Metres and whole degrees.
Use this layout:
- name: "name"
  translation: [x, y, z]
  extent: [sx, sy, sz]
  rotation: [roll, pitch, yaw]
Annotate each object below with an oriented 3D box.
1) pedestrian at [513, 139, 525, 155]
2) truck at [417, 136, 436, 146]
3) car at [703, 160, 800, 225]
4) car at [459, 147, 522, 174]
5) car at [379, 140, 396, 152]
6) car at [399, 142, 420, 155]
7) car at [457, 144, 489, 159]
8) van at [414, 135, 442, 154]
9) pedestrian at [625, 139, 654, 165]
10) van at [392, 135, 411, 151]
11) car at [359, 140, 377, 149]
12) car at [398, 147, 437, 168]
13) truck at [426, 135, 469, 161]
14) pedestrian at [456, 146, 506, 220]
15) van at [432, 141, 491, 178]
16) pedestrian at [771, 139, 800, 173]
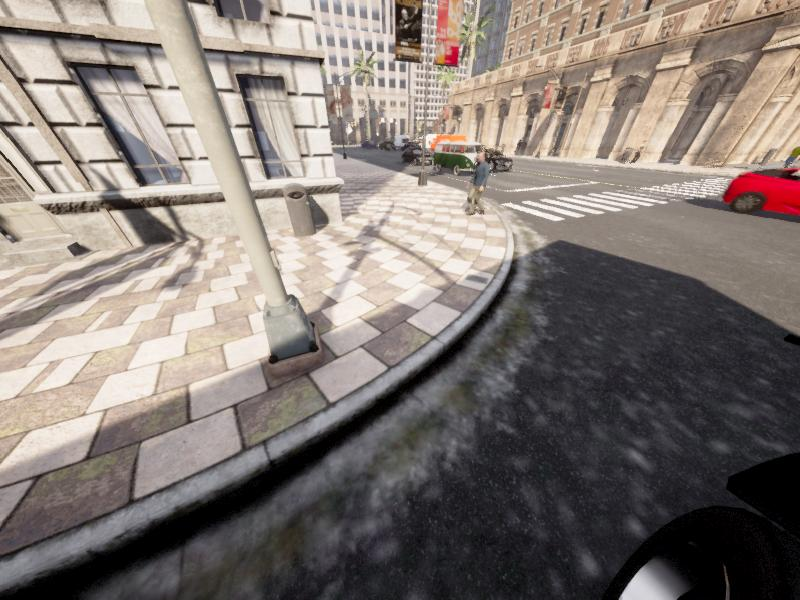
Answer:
- name: "pedestrian"
  translation: [16.435, -21.271, 32.066]
  extent: [0.751, 1.860, 0.751]
  rotation: [-5, 35, -7]
- name: "truck"
  translation: [8.303, -49.524, 71.985]
  extent: [5.204, 2.467, 2.627]
  rotation: [-13, 37, -18]
- name: "car"
  translation: [13.289, -3.133, 6.947]
  extent: [2.007, 1.525, 4.514]
  rotation: [-14, 38, -19]
- name: "car"
  translation: [7.130, -11.494, 18.878]
  extent: [1.837, 1.490, 4.892]
  rotation: [-14, 37, -18]
- name: "car"
  translation: [-2.560, -30.596, 45.716]
  extent: [1.932, 1.855, 4.605]
  rotation: [-13, 38, -18]
- name: "car"
  translation: [1.497, -24.755, 37.635]
  extent: [1.851, 1.617, 3.988]
  rotation: [-13, 37, -18]
- name: "car"
  translation: [9.282, -19.077, 29.594]
  extent: [1.845, 1.501, 3.633]
  rotation: [-13, 37, -18]
- name: "van"
  translation: [4.602, -26.100, 38.712]
  extent: [1.988, 2.561, 5.915]
  rotation: [-13, 37, -18]
- name: "pedestrian"
  translation: [20.791, -12.844, 20.080]
  extent: [0.751, 1.860, 0.751]
  rotation: [-8, 36, -11]
- name: "van"
  translation: [0.195, -32.772, 48.208]
  extent: [1.988, 2.561, 5.915]
  rotation: [-11, 36, -15]
- name: "car"
  translation: [-7.564, -36.780, 54.599]
  extent: [2.097, 1.767, 4.553]
  rotation: [-25, 42, -31]
- name: "car"
  translation: [1.575, -13.898, 22.370]
  extent: [1.812, 1.442, 4.674]
  rotation: [-14, 37, -18]
- name: "truck"
  translation: [5.724, -19.120, 28.881]
  extent: [2.627, 2.467, 5.204]
  rotation: [-14, 38, -18]
- name: "pedestrian"
  translation: [2.353, -3.478, 6.912]
  extent: [0.751, 1.860, 0.751]
  rotation: [-16, 38, -21]
- name: "van"
  translation: [4.257, -10.413, 16.937]
  extent: [1.775, 1.987, 4.442]
  rotation: [-14, 37, -18]
- name: "pedestrian"
  translation: [26.326, -9.573, 15.402]
  extent: [0.751, 1.860, 0.751]
  rotation: [-15, 38, -20]
